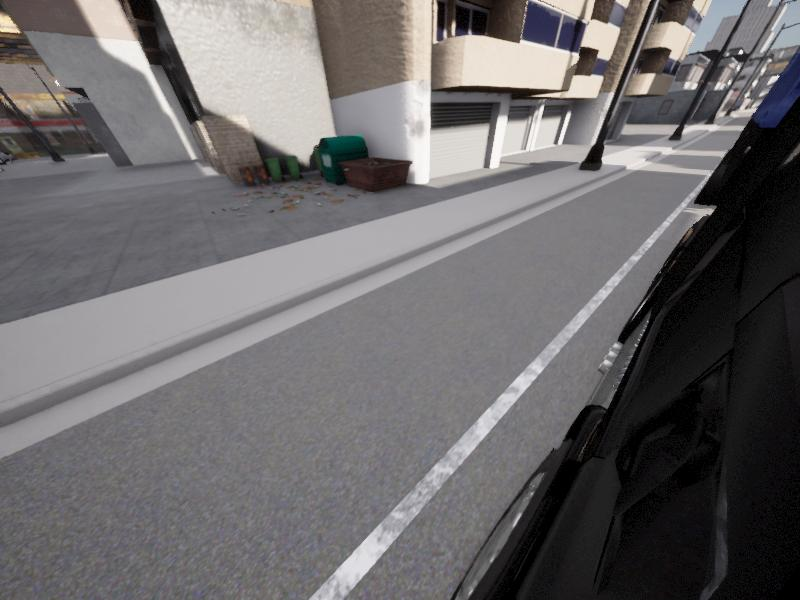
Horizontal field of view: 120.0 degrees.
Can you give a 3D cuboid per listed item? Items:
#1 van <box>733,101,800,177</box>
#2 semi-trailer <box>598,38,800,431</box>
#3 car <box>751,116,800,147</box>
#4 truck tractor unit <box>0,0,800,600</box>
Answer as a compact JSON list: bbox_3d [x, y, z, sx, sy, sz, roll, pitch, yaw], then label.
[{"bbox_3d":[18.108,-7.445,10.439,6.366,2.431,2.351,-27,43,-29],"label":"van"},{"bbox_3d":[8.669,-3.621,4.261,14.254,4.402,2.717,-28,44,-30],"label":"semi-trailer"},{"bbox_3d":[28.374,-12.474,17.035,4.902,1.511,2.128,-28,44,-28],"label":"car"},{"bbox_3d":[2.645,-0.295,0.351,6.516,4.208,3.053,-28,44,-30],"label":"truck tractor unit"}]
